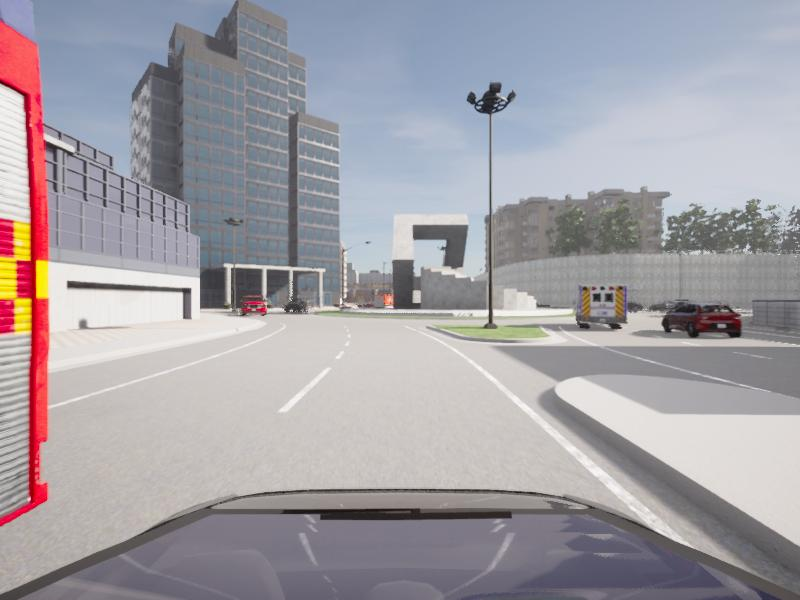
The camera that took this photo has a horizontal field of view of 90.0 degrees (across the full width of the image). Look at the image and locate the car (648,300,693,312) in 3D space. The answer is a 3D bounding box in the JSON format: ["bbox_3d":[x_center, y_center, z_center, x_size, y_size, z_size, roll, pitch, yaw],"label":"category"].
[{"bbox_3d":[38.384,0.838,56.958,4.974,1.542,2.038,0,0,3],"label":"car"}]

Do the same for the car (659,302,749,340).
[{"bbox_3d":[13.608,0.858,18.248,1.816,1.474,4.193,0,0,15],"label":"car"}]

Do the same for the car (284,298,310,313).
[{"bbox_3d":[-12.878,0.661,50.073,1.905,1.878,3.866,0,0,6],"label":"car"}]

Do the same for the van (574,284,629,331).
[{"bbox_3d":[11.873,0.383,24.004,2.351,2.431,6.366,0,0,21],"label":"van"}]

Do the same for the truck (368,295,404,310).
[{"bbox_3d":[-2.336,0.375,66.430,5.204,2.467,2.627,0,-1,-26],"label":"truck"}]

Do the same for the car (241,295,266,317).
[{"bbox_3d":[-14.628,0.582,39.814,2.150,2.045,5.566,0,0,-22],"label":"car"}]
